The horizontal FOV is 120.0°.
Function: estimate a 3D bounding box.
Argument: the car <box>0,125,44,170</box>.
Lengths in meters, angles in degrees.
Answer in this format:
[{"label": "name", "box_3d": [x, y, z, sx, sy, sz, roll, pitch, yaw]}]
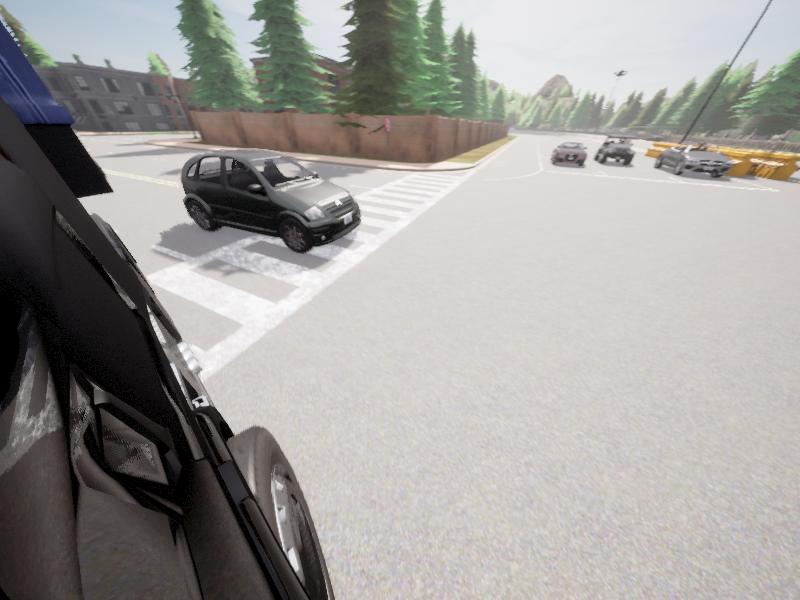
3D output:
[{"label": "car", "box_3d": [-20.127, -7.420, 11.101, 3.988, 1.617, 1.851, 17, 40, 19]}]

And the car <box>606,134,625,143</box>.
[{"label": "car", "box_3d": [47.634, -35.773, 51.136, 1.970, 1.475, 3.806, 16, 40, 18]}]

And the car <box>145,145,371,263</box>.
[{"label": "car", "box_3d": [-2.917, -2.365, 5.213, 3.988, 1.617, 1.851, 15, 39, 17]}]

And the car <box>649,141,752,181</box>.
[{"label": "car", "box_3d": [19.257, -9.335, 15.247, 2.152, 1.651, 5.027, 17, 40, 19]}]

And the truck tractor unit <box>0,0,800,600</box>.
[{"label": "truck tractor unit", "box_3d": [-2.645, -0.295, 0.351, 6.516, 4.208, 3.053, 28, 44, 30]}]

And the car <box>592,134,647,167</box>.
[{"label": "car", "box_3d": [17.450, -12.156, 18.639, 1.905, 1.878, 3.866, 17, 40, 19]}]

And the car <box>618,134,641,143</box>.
[{"label": "car", "box_3d": [52.059, -36.643, 52.408, 2.038, 1.542, 4.974, 15, 39, 17]}]

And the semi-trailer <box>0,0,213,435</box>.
[{"label": "semi-trailer", "box_3d": [-9.450, -2.922, 3.344, 14.254, 4.402, 2.717, 18, 40, 20]}]

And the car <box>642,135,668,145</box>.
[{"label": "car", "box_3d": [54.072, -33.999, 49.070, 1.837, 1.490, 4.892, 16, 39, 17]}]

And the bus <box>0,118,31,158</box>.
[{"label": "bus", "box_3d": [-28.688, -11.136, 13.413, 10.273, 4.253, 3.944, 17, 40, 18]}]

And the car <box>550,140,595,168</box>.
[{"label": "car", "box_3d": [12.991, -11.264, 17.716, 1.994, 1.385, 4.181, 17, 40, 19]}]

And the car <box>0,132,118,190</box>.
[{"label": "car", "box_3d": [-13.422, -5.377, 8.776, 3.633, 1.501, 1.845, 17, 40, 19]}]
